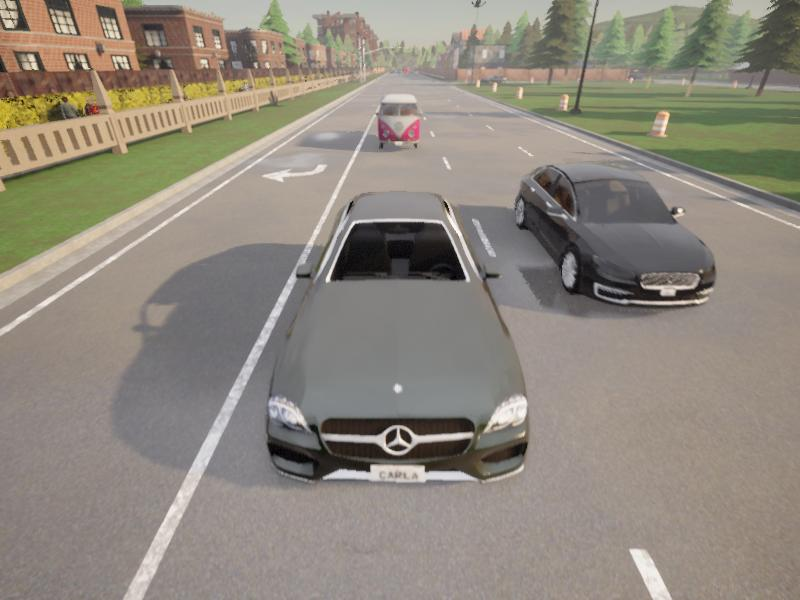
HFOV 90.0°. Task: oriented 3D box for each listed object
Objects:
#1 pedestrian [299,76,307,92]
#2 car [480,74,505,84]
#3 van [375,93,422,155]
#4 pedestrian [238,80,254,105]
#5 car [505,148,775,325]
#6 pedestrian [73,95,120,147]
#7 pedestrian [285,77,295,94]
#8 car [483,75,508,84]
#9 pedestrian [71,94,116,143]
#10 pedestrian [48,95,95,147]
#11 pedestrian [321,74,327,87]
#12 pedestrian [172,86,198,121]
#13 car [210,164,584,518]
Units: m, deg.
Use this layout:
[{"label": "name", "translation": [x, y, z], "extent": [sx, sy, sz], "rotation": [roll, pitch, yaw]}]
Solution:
[{"label": "pedestrian", "translation": [-12.947, -28.921, 53.459], "extent": [0.751, 1.860, 0.751], "rotation": [0, 30, 0]}, {"label": "car", "translation": [20.027, -48.142, 87.099], "extent": [4.611, 1.667, 2.242], "rotation": [-6, 31, -11]}, {"label": "van", "translation": [-0.052, -7.814, 17.471], "extent": [1.775, 1.987, 4.442], "rotation": [0, 30, 0]}, {"label": "pedestrian", "translation": [-13.246, -17.800, 34.371], "extent": [0.751, 1.860, 0.751], "rotation": [0, 30, -1]}, {"label": "car", "translation": [3.472, -1.526, 7.177], "extent": [1.837, 1.490, 4.892], "rotation": [0, 30, 0]}, {"label": "pedestrian", "translation": [-12.391, -7.313, 16.382], "extent": [0.751, 1.860, 0.751], "rotation": [-1, 30, -1]}, {"label": "pedestrian", "translation": [-13.201, -25.675, 47.887], "extent": [0.751, 1.860, 0.751], "rotation": [0, 30, 0]}, {"label": "car", "translation": [20.041, -46.276, 83.979], "extent": [4.514, 1.525, 2.007], "rotation": [-7, 31, -12]}, {"label": "pedestrian", "translation": [-13.229, -7.870, 17.338], "extent": [0.751, 1.860, 0.751], "rotation": [-2, 30, -4]}, {"label": "pedestrian", "translation": [-13.465, -7.352, 16.449], "extent": [0.751, 1.860, 0.751], "rotation": [-8, 31, -13]}, {"label": "pedestrian", "translation": [-12.296, -35.411, 64.590], "extent": [0.751, 1.860, 0.751], "rotation": [1, 30, 1]}, {"label": "pedestrian", "translation": [-12.965, -11.852, 24.168], "extent": [0.751, 1.860, 0.751], "rotation": [-1, 30, -2]}, {"label": "car", "translation": [-0.022, -0.271, 4.891], "extent": [2.152, 1.651, 5.027], "rotation": [0, 30, 0]}]
